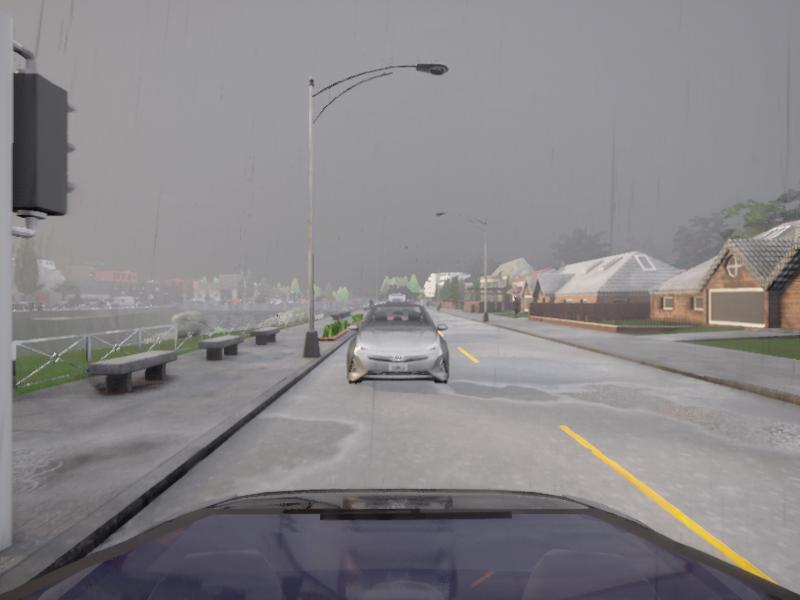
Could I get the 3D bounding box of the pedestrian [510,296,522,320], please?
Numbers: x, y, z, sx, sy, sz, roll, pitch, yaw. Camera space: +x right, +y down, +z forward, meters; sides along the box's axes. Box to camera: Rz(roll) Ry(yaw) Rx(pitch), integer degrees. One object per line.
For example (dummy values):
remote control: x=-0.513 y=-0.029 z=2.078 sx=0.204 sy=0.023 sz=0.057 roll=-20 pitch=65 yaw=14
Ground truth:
pedestrian: x=8.990 y=0.594 z=30.993 sx=0.751 sy=1.860 sz=0.751 roll=0 pitch=0 yaw=2

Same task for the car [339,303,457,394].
car: x=-0.048 y=0.848 z=9.082 sx=2.007 sy=1.525 sz=4.514 roll=0 pitch=0 yaw=0

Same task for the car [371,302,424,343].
car: x=-0.110 y=0.864 z=17.459 sx=2.007 sy=1.525 sz=4.514 roll=0 pitch=0 yaw=0

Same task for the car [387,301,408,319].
car: x=-0.260 y=0.897 z=37.700 sx=1.882 sy=1.535 sz=5.008 roll=0 pitch=0 yaw=0

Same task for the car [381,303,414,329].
car: x=-0.161 y=0.903 z=24.690 sx=1.816 sy=1.474 sz=4.193 roll=0 pitch=0 yaw=-1

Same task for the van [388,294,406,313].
van: x=-0.399 y=0.487 z=56.403 sx=2.351 sy=2.431 sz=6.366 roll=0 pitch=0 yaw=0

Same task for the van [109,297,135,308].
van: x=-66.371 y=0.485 z=95.692 sx=1.988 sy=2.561 sz=5.915 roll=0 pitch=0 yaw=0
